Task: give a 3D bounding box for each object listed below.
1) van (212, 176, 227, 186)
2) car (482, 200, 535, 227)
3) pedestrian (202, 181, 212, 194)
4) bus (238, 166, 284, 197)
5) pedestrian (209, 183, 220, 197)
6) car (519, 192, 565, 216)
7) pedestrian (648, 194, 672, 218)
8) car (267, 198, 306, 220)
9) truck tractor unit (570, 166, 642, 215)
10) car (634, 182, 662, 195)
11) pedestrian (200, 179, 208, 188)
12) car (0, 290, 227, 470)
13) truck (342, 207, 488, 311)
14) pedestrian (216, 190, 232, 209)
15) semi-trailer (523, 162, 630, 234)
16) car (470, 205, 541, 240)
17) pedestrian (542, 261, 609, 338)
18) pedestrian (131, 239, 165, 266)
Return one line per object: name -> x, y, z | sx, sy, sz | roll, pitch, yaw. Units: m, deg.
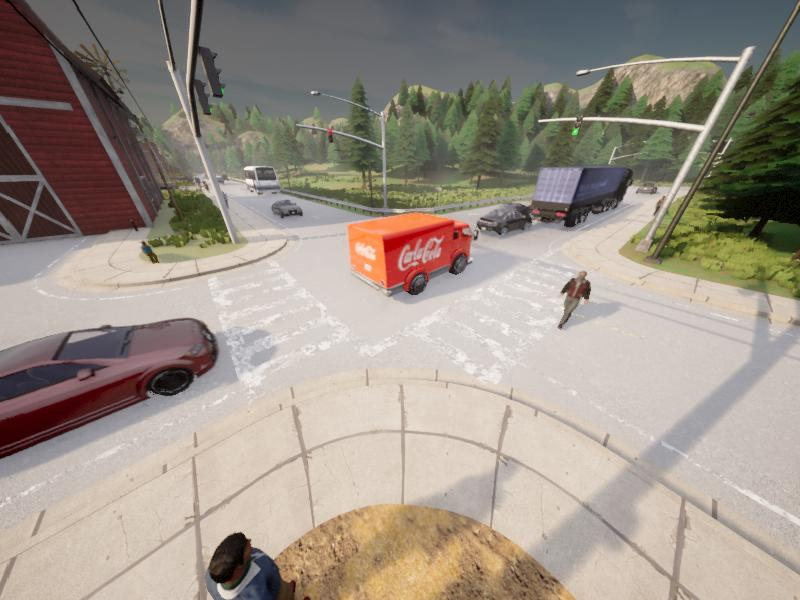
van -> -46.904, -30.948, 59.917 | 2.069, 2.038, 4.480 | -22, 37, -33
car -> 9.575, -7.727, 20.284 | 5.357, 1.411, 2.033 | -25, 38, -37
pedestrian -> -32.425, -18.892, 38.857 | 0.751, 1.860, 0.751 | -20, 36, -31
bus -> -24.512, -20.990, 40.454 | 3.944, 4.253, 10.273 | -22, 37, -33
pedestrian -> -28.070, -16.658, 34.988 | 0.751, 1.860, 0.751 | -23, 37, -34
car -> 14.795, -10.032, 23.997 | 4.611, 1.667, 2.242 | -23, 37, -34
pedestrian -> 22.966, -8.303, 20.463 | 0.751, 1.860, 0.751 | 25, 38, 36
car -> -11.084, -8.948, 22.479 | 1.994, 1.385, 4.181 | -22, 37, -33
truck tractor unit -> 21.939, -11.914, 24.708 | 6.516, 4.208, 3.053 | -21, 36, -32
car -> 43.758, -19.712, 40.766 | 4.611, 1.667, 2.242 | -22, 36, -33
pedestrian -> -43.479, -25.891, 51.284 | 0.751, 1.860, 0.751 | -17, 34, -27
car -> -6.252, 1.408, 4.488 | 4.181, 1.385, 1.994 | -23, 37, -34
truck -> 0.759, -2.055, 9.412 | 5.204, 2.467, 2.627 | -23, 37, -34
pedestrian -> -18.971, -10.863, 24.951 | 0.751, 1.860, 0.751 | -23, 37, -34
semi-trailer -> 15.916, -9.435, 20.217 | 14.254, 4.402, 2.717 | -24, 38, -35
car -> 7.626, -5.716, 16.692 | 4.902, 1.511, 2.128 | -19, 35, -30
pedestrian -> 4.835, -0.016, 6.463 | 0.751, 1.860, 0.751 | -21, 36, -31
pedestrian -> -11.521, -2.181, 10.603 | 0.500, 1.100, 0.500 | 4, 30, 7
